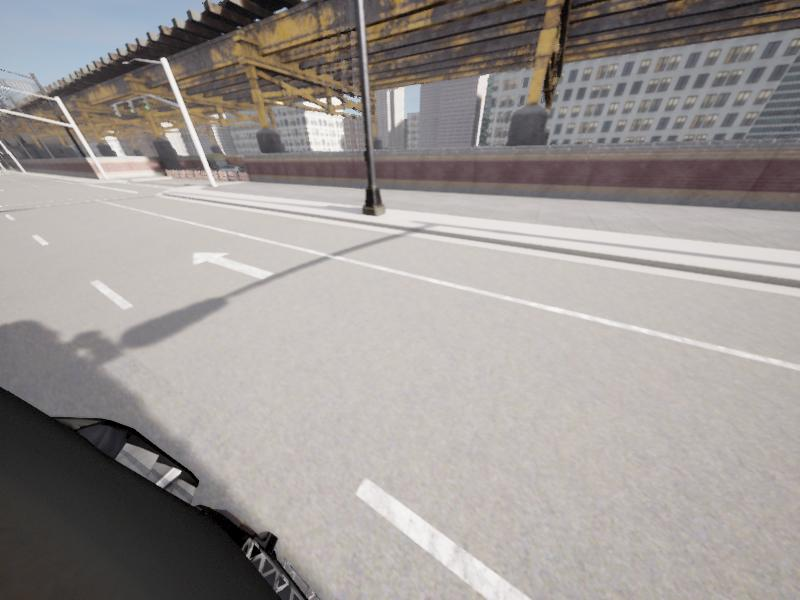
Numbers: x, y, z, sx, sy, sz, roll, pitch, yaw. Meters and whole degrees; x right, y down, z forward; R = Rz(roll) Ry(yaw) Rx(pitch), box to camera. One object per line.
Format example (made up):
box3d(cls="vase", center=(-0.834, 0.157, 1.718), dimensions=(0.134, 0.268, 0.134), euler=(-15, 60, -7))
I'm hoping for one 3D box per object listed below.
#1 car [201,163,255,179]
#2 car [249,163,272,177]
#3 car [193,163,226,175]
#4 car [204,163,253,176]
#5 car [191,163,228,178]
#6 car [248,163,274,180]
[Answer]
box3d(cls="car", center=(-21.802, -16.520, 29.502), dimensions=(4.974, 1.542, 2.038), euler=(-4, 32, -5))
box3d(cls="car", center=(-16.798, -15.668, 27.703), dimensions=(1.853, 1.218, 4.536), euler=(-19, 36, -26))
box3d(cls="car", center=(-25.805, -17.859, 31.449), dimensions=(1.853, 1.218, 4.536), euler=(-10, 33, -13))
box3d(cls="car", center=(-21.753, -16.658, 29.422), dimensions=(4.536, 1.218, 1.853), euler=(-4, 32, -5))
box3d(cls="car", center=(-25.788, -17.700, 31.491), dimensions=(2.038, 1.542, 4.974), euler=(-10, 33, -13))
box3d(cls="car", center=(-16.768, -15.511, 27.749), dimensions=(2.038, 1.542, 4.974), euler=(-19, 36, -26))
